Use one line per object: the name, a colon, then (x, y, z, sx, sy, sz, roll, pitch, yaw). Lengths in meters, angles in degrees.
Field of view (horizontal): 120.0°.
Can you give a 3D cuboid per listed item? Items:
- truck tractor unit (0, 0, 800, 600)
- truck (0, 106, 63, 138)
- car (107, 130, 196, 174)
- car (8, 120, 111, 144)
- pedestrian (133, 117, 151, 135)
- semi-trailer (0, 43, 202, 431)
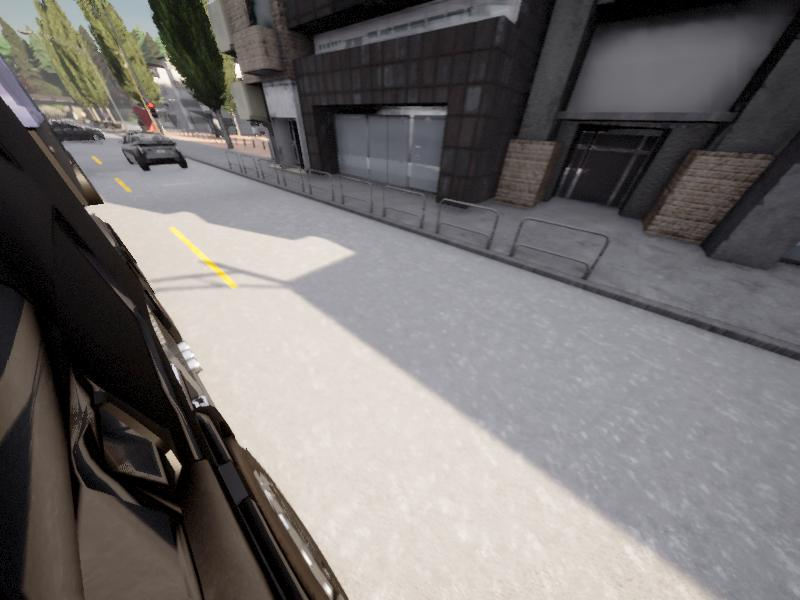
truck tractor unit: (-2.645, -0.295, 0.352, 6.516, 4.208, 3.053, 28, 44, 30)
truck: (-38.557, -18.675, 24.241, 5.204, 2.467, 2.627, 28, 44, 30)
car: (-12.965, -7.829, 12.050, 4.514, 1.525, 2.007, 28, 44, 30)
car: (-30.046, -15.064, 20.737, 1.837, 1.490, 4.892, 8, 37, 4)
pedestrian: (-34.046, -22.925, 30.479, 0.751, 1.860, 0.751, 27, 43, 29)
semi-trailer: (-8.702, -3.596, 4.233, 14.254, 4.402, 2.717, 28, 44, 30)
